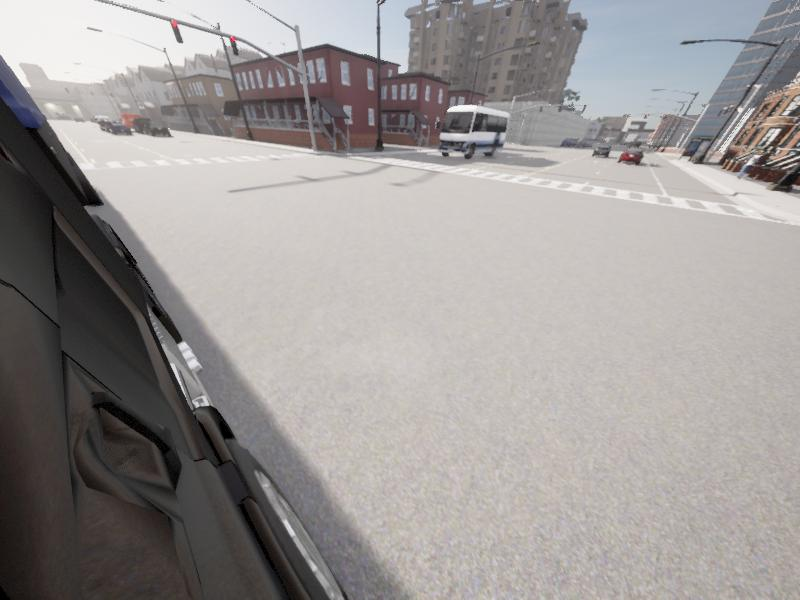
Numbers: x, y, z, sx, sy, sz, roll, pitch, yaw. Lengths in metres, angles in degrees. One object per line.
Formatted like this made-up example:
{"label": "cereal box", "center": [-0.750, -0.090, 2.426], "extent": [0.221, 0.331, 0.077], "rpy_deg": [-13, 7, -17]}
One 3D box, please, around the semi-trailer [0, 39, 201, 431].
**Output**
{"label": "semi-trailer", "center": [-8.704, -3.584, 4.245], "extent": [14.254, 4.402, 2.717], "rpy_deg": [28, 43, 30]}

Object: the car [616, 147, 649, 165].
{"label": "car", "center": [27.236, -16.919, 27.053], "extent": [2.163, 1.488, 4.792], "rpy_deg": [29, 44, 31]}

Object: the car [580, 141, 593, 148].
{"label": "car", "center": [51.916, -43.348, 64.298], "extent": [1.882, 1.535, 5.008], "rpy_deg": [28, 43, 30]}

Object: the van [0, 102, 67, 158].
{"label": "van", "center": [-23.731, -10.779, 14.578], "extent": [5.915, 2.561, 1.988], "rpy_deg": [28, 43, 30]}

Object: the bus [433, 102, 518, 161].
{"label": "bus", "center": [8.274, -17.869, 24.783], "extent": [3.944, 4.253, 10.273], "rpy_deg": [28, 43, 30]}

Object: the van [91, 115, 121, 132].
{"label": "van", "center": [-49.717, -29.796, 39.005], "extent": [4.480, 2.038, 2.069], "rpy_deg": [28, 43, 30]}

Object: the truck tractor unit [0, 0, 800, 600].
{"label": "truck tractor unit", "center": [-2.645, -0.295, 0.351], "extent": [6.516, 4.208, 3.053], "rpy_deg": [28, 44, 30]}

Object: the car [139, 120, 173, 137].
{"label": "car", "center": [-35.108, -24.665, 33.225], "extent": [4.553, 1.767, 2.097], "rpy_deg": [28, 43, 30]}

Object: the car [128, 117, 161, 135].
{"label": "car", "center": [-40.653, -27.693, 36.745], "extent": [5.566, 2.045, 2.150], "rpy_deg": [28, 43, 30]}

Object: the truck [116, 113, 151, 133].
{"label": "truck", "center": [-46.731, -31.013, 40.480], "extent": [5.204, 2.467, 2.627], "rpy_deg": [29, 44, 31]}

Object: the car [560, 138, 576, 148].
{"label": "car", "center": [44.891, -42.011, 61.616], "extent": [2.150, 2.045, 5.566], "rpy_deg": [28, 43, 30]}

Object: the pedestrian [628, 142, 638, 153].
{"label": "pedestrian", "center": [48.581, -31.801, 48.173], "extent": [0.751, 1.860, 0.751], "rpy_deg": [22, 41, 24]}

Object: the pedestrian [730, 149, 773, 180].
{"label": "pedestrian", "center": [25.271, -9.782, 16.671], "extent": [0.751, 1.860, 0.751], "rpy_deg": [30, 44, 31]}

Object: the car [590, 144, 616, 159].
{"label": "car", "center": [29.612, -21.696, 33.634], "extent": [2.128, 1.511, 4.902], "rpy_deg": [28, 43, 30]}

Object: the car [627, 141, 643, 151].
{"label": "car", "center": [60.565, -39.695, 59.500], "extent": [2.150, 2.045, 5.566], "rpy_deg": [28, 43, 30]}

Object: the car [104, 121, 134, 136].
{"label": "car", "center": [-39.780, -24.273, 32.689], "extent": [4.674, 1.442, 1.812], "rpy_deg": [28, 43, 30]}

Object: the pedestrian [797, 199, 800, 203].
{"label": "pedestrian", "center": [18.579, -4.790, 10.134], "extent": [0.500, 1.100, 0.500], "rpy_deg": [20, 40, 22]}
